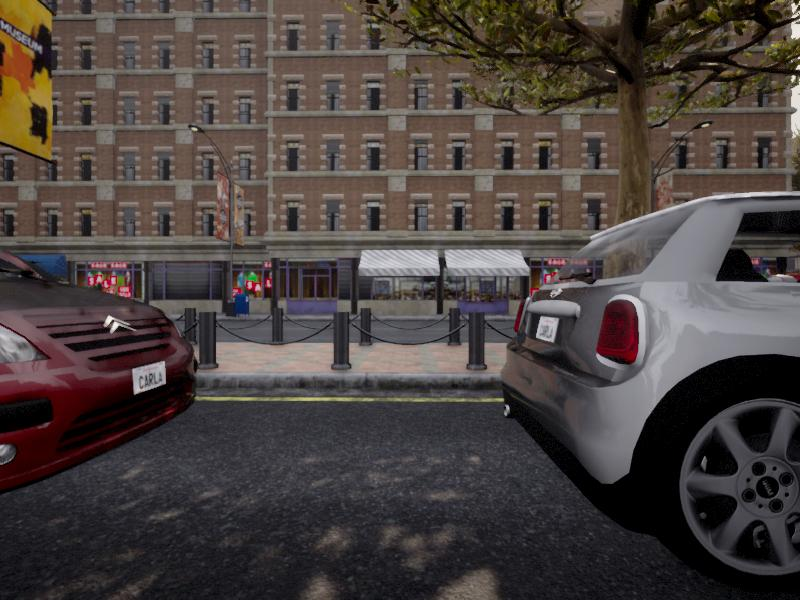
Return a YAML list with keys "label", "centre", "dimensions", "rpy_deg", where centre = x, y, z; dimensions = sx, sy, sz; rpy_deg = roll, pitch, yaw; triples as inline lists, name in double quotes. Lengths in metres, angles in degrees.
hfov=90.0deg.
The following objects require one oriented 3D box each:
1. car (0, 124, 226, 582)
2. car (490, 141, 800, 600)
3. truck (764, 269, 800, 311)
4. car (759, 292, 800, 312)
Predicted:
- label: "car"
  centre: [-3.390, 0.188, 2.287]
  dimensions: [3.988, 1.617, 1.851]
  rpy_deg: [0, 0, 1]
- label: "car"
  centre: [2.600, 0.253, 2.173]
  dimensions: [3.806, 1.475, 1.970]
  rpy_deg: [0, 0, 1]
- label: "truck"
  centre: [38.063, -0.920, 36.045]
  dimensions: [2.891, 3.827, 8.468]
  rpy_deg: [0, 0, 1]
- label: "car"
  centre: [34.548, 0.171, 34.748]
  dimensions: [1.930, 1.638, 5.238]
  rpy_deg: [0, 0, 0]
